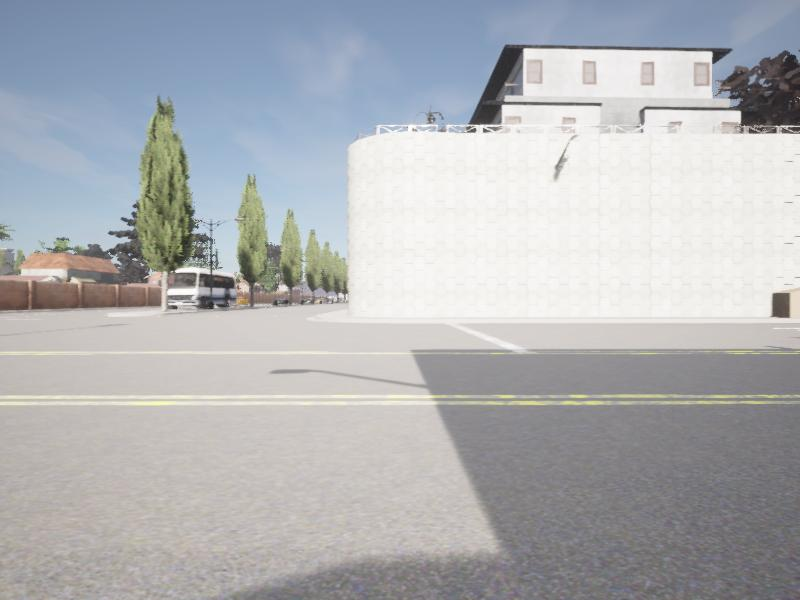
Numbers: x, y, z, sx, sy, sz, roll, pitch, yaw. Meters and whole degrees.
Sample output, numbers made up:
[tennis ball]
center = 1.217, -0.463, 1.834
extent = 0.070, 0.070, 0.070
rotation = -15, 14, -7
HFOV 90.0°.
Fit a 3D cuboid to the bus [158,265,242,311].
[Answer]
[bus]
center = -20.853, -1.126, 42.734
extent = 3.944, 4.253, 10.273
rotation = 0, 0, -1
